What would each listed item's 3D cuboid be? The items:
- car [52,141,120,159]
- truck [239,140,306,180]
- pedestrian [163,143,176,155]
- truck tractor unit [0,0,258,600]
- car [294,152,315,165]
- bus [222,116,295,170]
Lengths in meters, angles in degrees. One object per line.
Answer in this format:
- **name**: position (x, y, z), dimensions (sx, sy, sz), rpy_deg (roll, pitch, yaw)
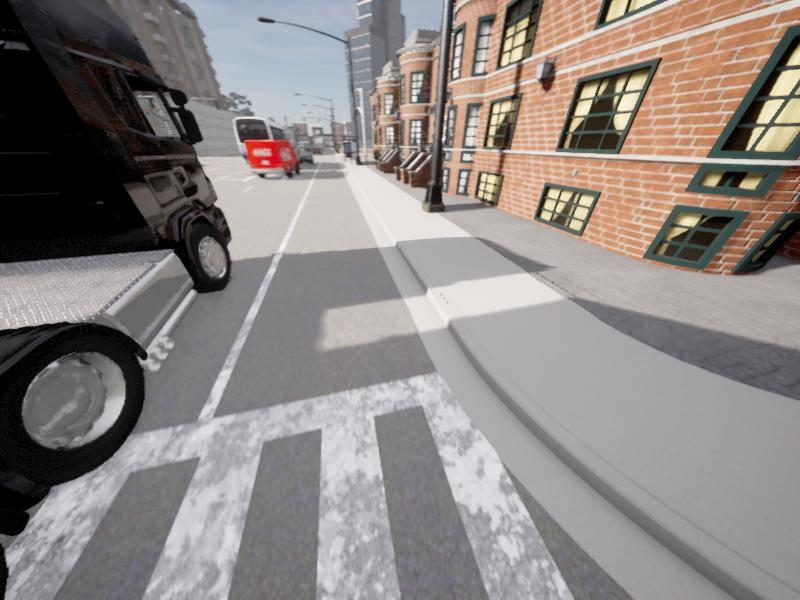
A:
- **car**: position (-43.920, -21.127, 32.526), dimensions (5.238, 1.638, 1.930), rpy_deg (-3, 34, -15)
- **truck**: position (-9.838, -11.356, 18.586), dimensions (2.627, 2.467, 5.204), rpy_deg (-2, 34, -4)
- **pedestrian**: position (-41.597, -27.187, 41.621), dimensions (0.751, 1.860, 0.751), rpy_deg (-7, 35, -10)
- **truck tractor unit**: position (-3.989, -0.801, 1.519), dimensions (3.053, 4.208, 6.516), rpy_deg (-9, 36, -14)
- **car**: position (-12.470, -18.700, 30.436), dimensions (1.895, 1.301, 4.718), rpy_deg (-8, 35, -12)
- **bus**: position (-15.219, -17.709, 26.321), dimensions (3.944, 4.253, 10.273), rpy_deg (-8, 35, -12)
